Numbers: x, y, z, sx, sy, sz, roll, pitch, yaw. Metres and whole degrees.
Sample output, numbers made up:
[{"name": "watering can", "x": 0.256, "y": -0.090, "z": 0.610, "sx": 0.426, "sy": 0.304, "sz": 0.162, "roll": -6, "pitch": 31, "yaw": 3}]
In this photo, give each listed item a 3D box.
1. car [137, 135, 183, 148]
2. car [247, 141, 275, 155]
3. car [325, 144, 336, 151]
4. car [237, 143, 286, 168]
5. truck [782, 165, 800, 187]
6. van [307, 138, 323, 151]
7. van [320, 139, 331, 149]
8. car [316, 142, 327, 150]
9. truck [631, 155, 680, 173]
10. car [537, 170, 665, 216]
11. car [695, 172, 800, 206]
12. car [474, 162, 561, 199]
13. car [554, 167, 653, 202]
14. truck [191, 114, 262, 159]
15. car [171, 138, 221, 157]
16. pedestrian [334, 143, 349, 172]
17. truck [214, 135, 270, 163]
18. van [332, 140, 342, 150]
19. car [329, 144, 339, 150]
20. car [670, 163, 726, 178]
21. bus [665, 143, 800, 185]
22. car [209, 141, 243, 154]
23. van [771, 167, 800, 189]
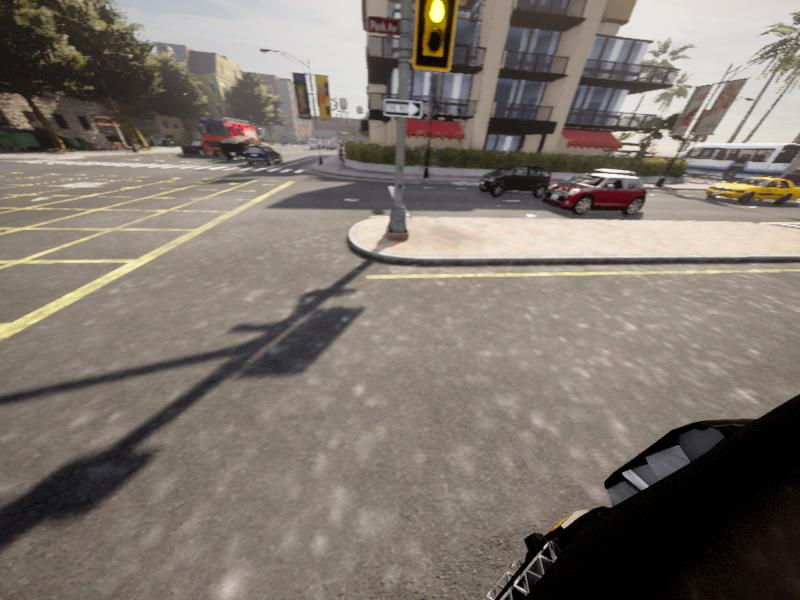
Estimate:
[{"name": "car", "x": -40.582, "y": -26.868, "z": 39.194, "sx": 4.974, "sy": 1.542, "sz": 2.038, "roll": -1, "pitch": 34, "yaw": -6}, {"name": "car", "x": -21.697, "y": -23.987, "z": 36.356, "sx": 1.801, "sy": 1.575, "sz": 5.366, "roll": -2, "pitch": 34, "yaw": -7}, {"name": "car", "x": -18.075, "y": -39.855, "z": 60.347, "sx": 1.994, "sy": 1.385, "sz": 4.181, "roll": -2, "pitch": 34, "yaw": -7}, {"name": "car", "x": -12.460, "y": -13.346, "z": 21.254, "sx": 2.033, "sy": 1.649, "sz": 4.856, "roll": -2, "pitch": 34, "yaw": -7}, {"name": "truck", "x": 49.589, "y": -13.528, "z": 24.418, "sx": 2.891, "sy": 3.827, "sz": 8.468, "roll": -1, "pitch": 34, "yaw": -6}, {"name": "van", "x": -21.369, "y": -39.455, "z": 58.558, "sx": 2.351, "sy": 2.431, "sz": 6.366, "roll": -2, "pitch": 34, "yaw": -7}, {"name": "van", "x": -23.473, "y": -49.431, "z": 73.191, "sx": 2.351, "sy": 2.431, "sz": 6.366, "roll": -2, "pitch": 34, "yaw": -7}, {"name": "car", "x": -22.481, "y": -44.306, "z": 66.380, "sx": 1.930, "sy": 1.638, "sz": 5.238, "roll": -2, "pitch": 34, "yaw": -7}, {"name": "truck", "x": 47.253, "y": -25.348, "z": 42.977, "sx": 2.627, "sy": 2.467, "sz": 5.204, "roll": -1, "pitch": 34, "yaw": -6}, {"name": "car", "x": 8.786, "y": -4.832, "z": 10.425, "sx": 3.806, "sy": 1.475, "sz": 1.970, "roll": -1, "pitch": 34, "yaw": -7}, {"name": "car", "x": 23.098, "y": -7.228, "z": 15.013, "sx": 5.366, "sy": 1.575, "sz": 1.801, "roll": -1, "pitch": 34, "yaw": -7}, {"name": "car", "x": 6.474, "y": -6.770, "z": 13.049, "sx": 3.705, "sy": 1.549, "sz": 1.789, "roll": -1, "pitch": 34, "yaw": -7}, {"name": "car", "x": 11.866, "y": -6.884, "z": 13.709, "sx": 3.806, "sy": 1.475, "sz": 1.970, "roll": -1, "pitch": 34, "yaw": -7}, {"name": "truck", "x": -20.606, "y": -19.953, "z": 28.449, "sx": 2.891, "sy": 3.827, "sz": 8.468, "roll": -2, "pitch": 34, "yaw": -7}, {"name": "car", "x": -23.965, "y": -18.191, "z": 27.526, "sx": 1.930, "sy": 1.638, "sz": 5.238, "roll": -2, "pitch": 34, "yaw": -8}, {"name": "pedestrian", "x": -4.603, "y": -11.284, "z": 18.286, "sx": 0.751, "sy": 1.860, "sz": 0.751, "roll": 8, "pitch": 34, "yaw": 8}, {"name": "truck", "x": -16.499, "y": -16.175, "z": 24.711, "sx": 2.390, "sy": 2.098, "sz": 6.274, "roll": -2, "pitch": 34, "yaw": -7}, {"name": "van", "x": -20.009, "y": -49.578, "z": 73.680, "sx": 2.351, "sy": 2.431, "sz": 6.366, "roll": -2, "pitch": 34, "yaw": -7}, {"name": "car", "x": -19.011, "y": -44.308, "z": 66.862, "sx": 2.033, "sy": 1.411, "sz": 5.357, "roll": -2, "pitch": 34, "yaw": -7}, {"name": "car", "x": 47.968, "y": -21.062, "z": 37.421, "sx": 1.930, "sy": 1.638, "sz": 5.238, "roll": -1, "pitch": 34, "yaw": -6}, {"name": "bus", "x": 44.991, "y": -19.025, "z": 31.831, "sx": 3.944, "sy": 4.253, "sz": 10.273, "roll": -1, "pitch": 34, "yaw": -6}, {"name": "car", "x": -24.761, "y": -21.878, "z": 33.110, "sx": 1.812, "sy": 1.442, "sz": 4.674, "roll": -2, "pitch": 34, "yaw": -7}, {"name": "van", "x": 45.931, "y": -13.415, "z": 25.608, "sx": 1.775, "sy": 1.987, "sz": 4.442, "roll": -1, "pitch": 34, "yaw": -6}]
